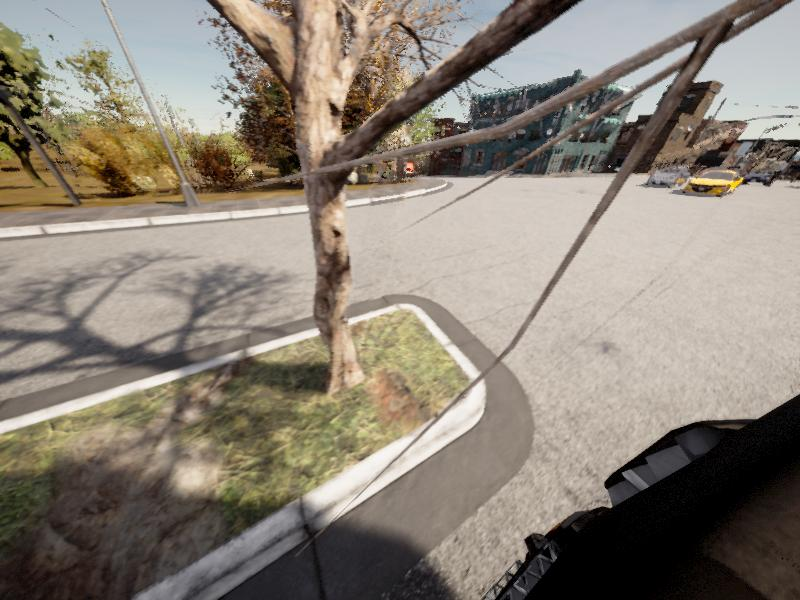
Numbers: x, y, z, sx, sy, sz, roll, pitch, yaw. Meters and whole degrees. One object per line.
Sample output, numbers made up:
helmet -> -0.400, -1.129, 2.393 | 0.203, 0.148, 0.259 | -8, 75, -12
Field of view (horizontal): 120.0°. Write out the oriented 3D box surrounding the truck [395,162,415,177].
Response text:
truck -> 0.920, -26.046, 46.336 | 2.627, 2.467, 5.204 | -8, 29, -13

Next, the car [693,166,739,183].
car -> 34.672, -13.804, 25.372 | 4.181, 1.385, 1.994 | -15, 38, -27

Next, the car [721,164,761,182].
car -> 45.329, -16.893, 30.739 | 3.866, 1.878, 1.905 | -16, 38, -26

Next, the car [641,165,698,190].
car -> 22.390, -10.248, 19.226 | 3.633, 1.501, 1.845 | -17, 38, -25

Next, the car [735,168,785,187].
car -> 36.268, -12.382, 23.266 | 4.193, 1.474, 1.816 | -15, 38, -26

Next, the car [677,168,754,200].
car -> 22.152, -8.258, 16.218 | 5.008, 1.535, 1.882 | -17, 38, -25
